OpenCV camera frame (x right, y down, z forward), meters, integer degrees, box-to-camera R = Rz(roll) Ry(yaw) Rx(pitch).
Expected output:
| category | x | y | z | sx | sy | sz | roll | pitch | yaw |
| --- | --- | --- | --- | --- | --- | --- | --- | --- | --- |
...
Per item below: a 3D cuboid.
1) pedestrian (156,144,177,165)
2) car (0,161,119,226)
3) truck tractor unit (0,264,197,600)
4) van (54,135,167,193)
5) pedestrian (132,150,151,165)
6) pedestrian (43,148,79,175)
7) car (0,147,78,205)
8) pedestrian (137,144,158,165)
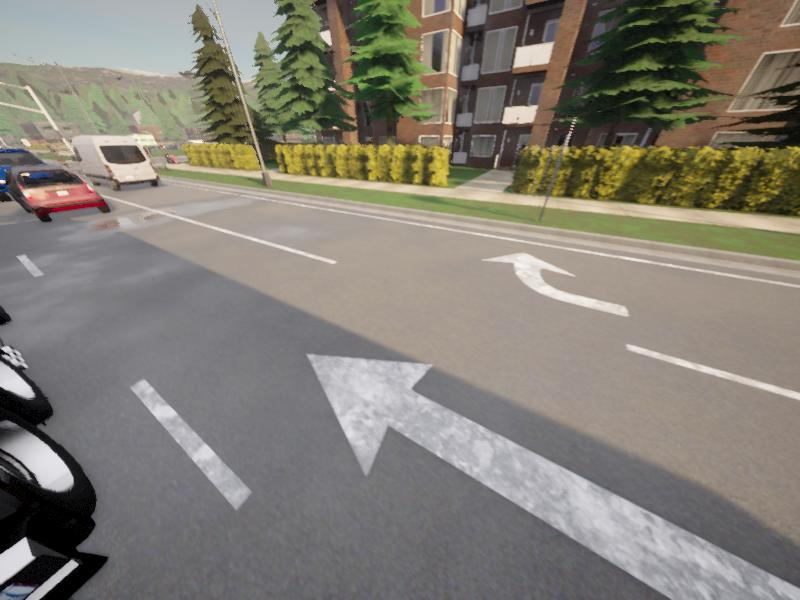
| category | x | y | z | sx | sy | sz | roll | pitch | yaw |
| --- | --- | --- | --- | --- | --- | --- | --- | --- | --- |
| pedestrian | -24.621 | -15.313 | 24.337 | 0.751 | 1.860 | 0.751 | 26 | 43 | 33 |
| car | -13.094 | -4.125 | 8.665 | 3.988 | 1.617 | 1.851 | 18 | 39 | 25 |
| truck tractor unit | -5.114 | -0.295 | 0.788 | 6.516 | 4.208 | 3.053 | 18 | 39 | 24 |
| van | -17.043 | -8.124 | 13.639 | 5.915 | 2.561 | 1.988 | 18 | 39 | 24 |
| pedestrian | -27.780 | -15.317 | 24.863 | 0.751 | 1.300 | 0.751 | 23 | 41 | 30 |
| pedestrian | -27.464 | -11.224 | 18.750 | 0.751 | 1.860 | 0.751 | 18 | 39 | 24 |
| car | -19.255 | -6.330 | 11.511 | 5.566 | 2.045 | 2.150 | 18 | 39 | 24 |
| pedestrian | -27.340 | -15.784 | 25.039 | 0.751 | 1.860 | 0.751 | 22 | 41 | 29 |
